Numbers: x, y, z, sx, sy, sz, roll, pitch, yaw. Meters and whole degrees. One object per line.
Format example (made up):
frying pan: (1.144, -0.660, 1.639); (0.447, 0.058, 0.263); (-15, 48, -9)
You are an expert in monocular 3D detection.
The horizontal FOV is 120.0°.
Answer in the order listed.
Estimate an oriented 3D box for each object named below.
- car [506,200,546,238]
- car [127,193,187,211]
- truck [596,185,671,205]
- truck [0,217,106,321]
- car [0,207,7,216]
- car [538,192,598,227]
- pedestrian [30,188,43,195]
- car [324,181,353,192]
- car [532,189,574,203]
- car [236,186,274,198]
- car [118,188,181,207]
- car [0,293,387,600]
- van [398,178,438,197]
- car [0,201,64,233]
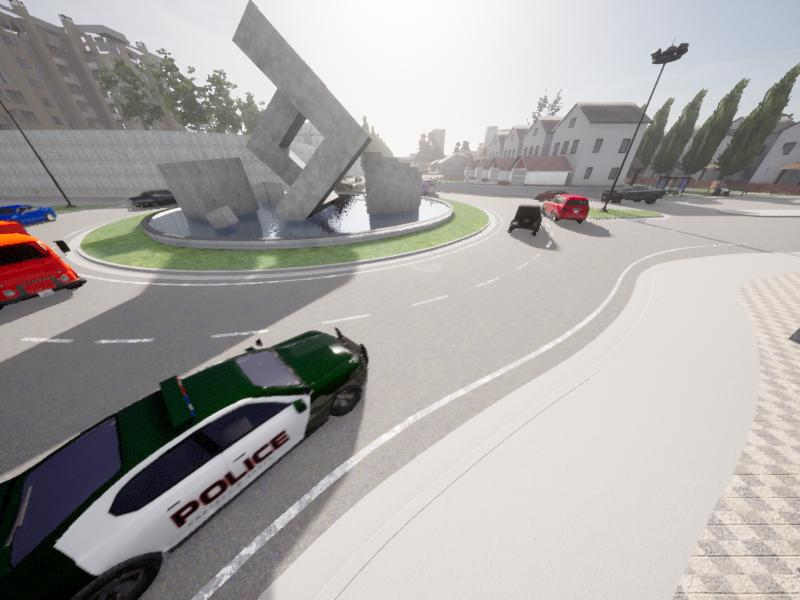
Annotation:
car: (9.294, -6.058, 16.912); (1.905, 1.878, 3.866); (16, 34, 25)
car: (-28.074, -11.517, 26.952); (1.895, 1.301, 4.718); (1, 30, 2)
truck: (29.657, -13.528, 29.642); (6.274, 2.098, 2.390); (2, 30, 4)
truck: (-14.546, -1.326, 8.134); (5.204, 2.467, 2.627); (9, 31, 15)
car: (-41.014, -8.543, 21.812); (4.718, 1.301, 1.895); (4, 30, 7)
car: (14.486, -8.218, 20.498); (2.150, 2.045, 5.566); (7, 31, 11)
pedestrian: (-57.901, -17.270, 36.770); (0.500, 1.100, 0.500); (0, 30, 1)
car: (-11.815, -21.988, 44.754); (5.238, 1.638, 1.930); (-5, 30, -9)
car: (20.638, -14.196, 31.424); (4.193, 1.474, 1.816); (8, 31, 13)
car: (-22.780, -17.065, 36.422); (4.674, 1.442, 1.812); (-24, 38, -35)
car: (-31.180, -12.929, 29.057); (2.033, 1.649, 4.856); (5, 30, 8)
car: (-2.673, 1.791, 3.682); (2.038, 1.542, 4.974); (23, 38, 34)
van: (2.913, -18.814, 38.470); (6.366, 2.431, 2.351); (24, 38, 35)
car: (-30.481, -6.647, 18.286); (1.882, 1.535, 5.008); (-11, 32, -18)
